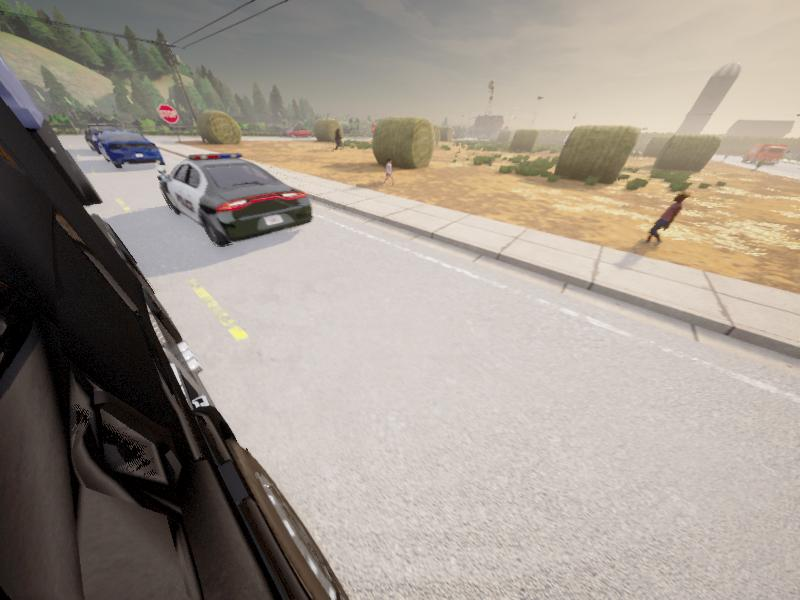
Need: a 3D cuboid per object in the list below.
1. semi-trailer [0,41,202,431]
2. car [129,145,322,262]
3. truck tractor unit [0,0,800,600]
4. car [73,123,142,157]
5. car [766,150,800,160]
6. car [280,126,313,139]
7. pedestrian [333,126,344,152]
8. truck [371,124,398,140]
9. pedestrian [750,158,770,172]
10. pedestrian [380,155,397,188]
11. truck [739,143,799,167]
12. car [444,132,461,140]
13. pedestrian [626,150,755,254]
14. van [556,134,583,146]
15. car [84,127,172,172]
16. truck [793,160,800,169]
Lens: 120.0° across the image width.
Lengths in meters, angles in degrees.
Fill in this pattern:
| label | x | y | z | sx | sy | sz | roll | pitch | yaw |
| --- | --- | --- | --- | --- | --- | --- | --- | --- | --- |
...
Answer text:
| label | x | y | z | sx | sy | sz | roll | pitch | yaw |
| --- | --- | --- | --- | --- | --- | --- | --- | --- | --- |
| semi-trailer | -8.700 | -3.609 | 4.219 | 14.254 | 4.402 | 2.717 | 28 | 44 | 30 |
| car | -4.455 | -2.803 | 5.841 | 4.974 | 1.542 | 2.038 | 28 | 43 | 30 |
| truck tractor unit | -2.645 | -0.295 | 0.351 | 6.516 | 4.208 | 3.053 | 28 | 44 | 30 |
| car | -19.669 | -10.816 | 15.539 | 4.514 | 1.525 | 2.007 | 28 | 43 | 29 |
| car | 84.579 | -31.466 | 50.203 | 4.974 | 1.542 | 2.038 | 28 | 43 | 29 |
| car | -17.229 | -28.031 | 38.686 | 2.007 | 1.525 | 4.514 | 30 | 45 | 31 |
| pedestrian | -5.526 | -14.479 | 20.790 | 0.751 | 1.860 | 0.751 | -9 | 38 | -16 |
| truck | -3.109 | -34.126 | 47.019 | 2.627 | 2.467 | 5.204 | 30 | 44 | 31 |
| pedestrian | 34.240 | -12.874 | 21.969 | 0.500 | 1.100 | 0.500 | -29 | 47 | -35 |
| pedestrian | -0.471 | -5.270 | 9.459 | 0.500 | 1.100 | 0.500 | 23 | 41 | 24 |
| truck | 52.571 | -20.946 | 33.157 | 2.627 | 2.467 | 5.204 | 27 | 43 | 29 |
| car | 14.280 | -44.750 | 62.991 | 2.097 | 1.767 | 4.553 | 30 | 44 | 31 |
| pedestrian | 5.996 | -2.080 | 4.984 | 0.751 | 1.860 | 0.751 | 20 | 40 | 21 |
| van | 51.795 | -49.025 | 70.655 | 5.915 | 2.561 | 1.988 | 28 | 43 | 29 |
| car | -14.328 | -8.011 | 12.137 | 5.008 | 1.535 | 1.882 | 28 | 43 | 30 |
| truck | 51.538 | -16.826 | 27.583 | 2.627 | 2.467 | 5.204 | 27 | 43 | 29 |
